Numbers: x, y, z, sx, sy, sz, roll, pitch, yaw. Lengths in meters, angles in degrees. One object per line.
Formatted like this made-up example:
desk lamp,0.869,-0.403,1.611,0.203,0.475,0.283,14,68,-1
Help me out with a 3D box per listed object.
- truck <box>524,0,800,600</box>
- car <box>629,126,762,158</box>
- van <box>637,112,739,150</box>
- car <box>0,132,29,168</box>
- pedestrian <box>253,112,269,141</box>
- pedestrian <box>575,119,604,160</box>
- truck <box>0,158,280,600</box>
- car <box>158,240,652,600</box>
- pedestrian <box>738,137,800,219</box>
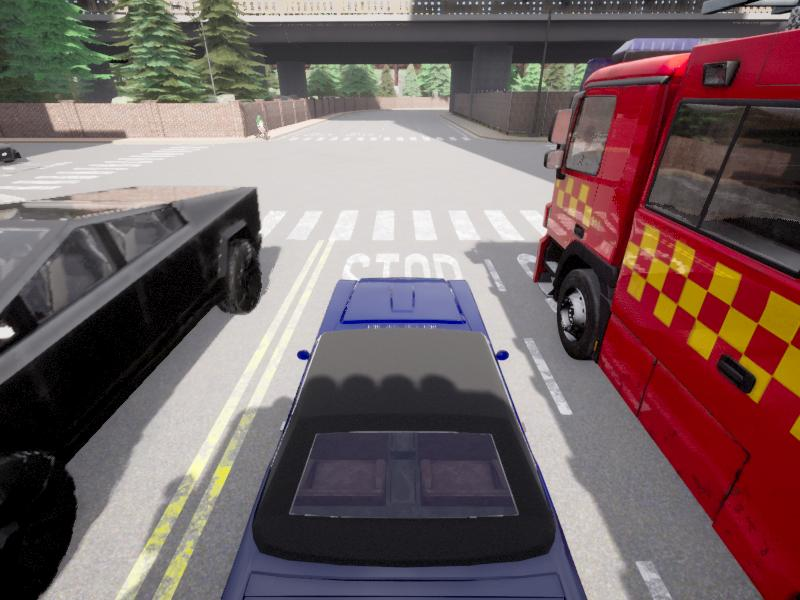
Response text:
truck,3.527,0.166,2.116,2.891,3.827,8.468,0,27,0
car,15.759,-8.535,21.608,5.357,1.411,2.033,0,27,0
van,17.552,-10.395,24.583,4.442,1.987,1.775,0,27,0
car,-20.352,-6.918,18.490,4.181,1.385,1.994,-1,27,-1
pedestrian,-9.979,-12.515,28.784,0.751,1.860,0.751,-5,28,-9
pedestrian,9.557,-8.128,20.256,0.751,1.860,0.751,0,27,-1
truck,-3.507,0.060,4.210,2.390,2.098,6.274,1,27,1
car,0.025,0.862,3.528,1.895,1.301,4.718,0,27,0
pedestrian,9.527,-3.080,10.082,0.751,1.860,0.751,3,27,6
